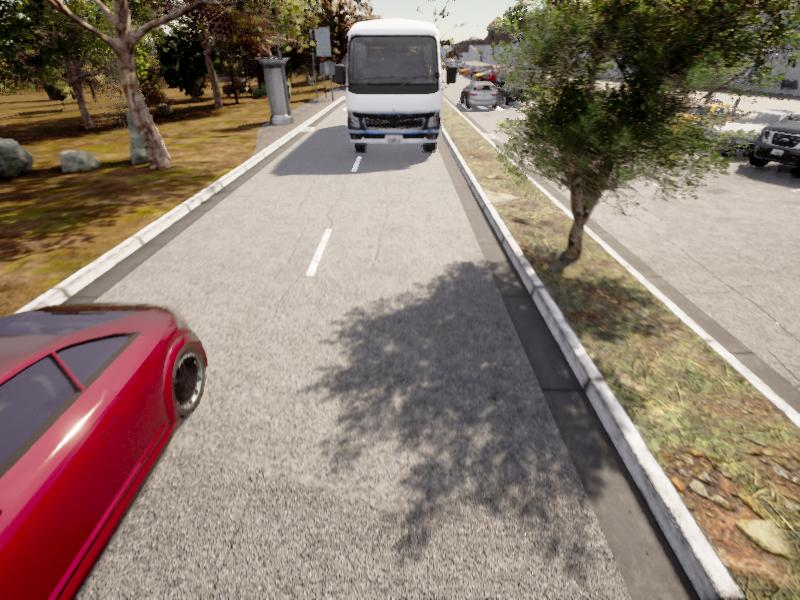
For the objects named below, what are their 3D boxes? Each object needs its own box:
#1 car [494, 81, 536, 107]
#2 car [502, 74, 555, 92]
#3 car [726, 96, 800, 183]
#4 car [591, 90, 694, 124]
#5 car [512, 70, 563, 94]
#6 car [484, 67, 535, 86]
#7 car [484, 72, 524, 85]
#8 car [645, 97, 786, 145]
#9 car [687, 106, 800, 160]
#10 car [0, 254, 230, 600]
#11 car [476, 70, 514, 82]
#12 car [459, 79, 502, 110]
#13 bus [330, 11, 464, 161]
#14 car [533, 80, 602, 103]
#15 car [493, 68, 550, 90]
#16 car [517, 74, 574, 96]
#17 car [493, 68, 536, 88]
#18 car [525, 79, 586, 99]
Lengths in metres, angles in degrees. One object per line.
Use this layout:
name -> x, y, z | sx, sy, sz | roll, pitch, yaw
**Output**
car -> 8.817, -16.037, 31.014 | 1.837, 1.490, 4.892 | 0, 31, 0
car -> 13.898, -23.591, 43.441 | 4.892, 1.521, 2.231 | -10, 33, -17
car -> 13.832, -5.145, 12.540 | 5.566, 2.045, 2.435 | -10, 33, -17
car -> 13.846, -11.127, 22.965 | 4.792, 1.488, 2.163 | -10, 33, -17
car -> 14.012, -22.258, 40.811 | 4.442, 1.987, 1.878 | -10, 33, -17
car -> 13.946, -28.459, 50.973 | 5.566, 2.045, 2.435 | -10, 33, -17
car -> 13.917, -29.758, 53.661 | 4.674, 1.452, 2.002 | -10, 33, -17
car -> 14.035, -8.081, 17.884 | 5.366, 1.575, 1.946 | -10, 33, -17
car -> 13.864, -6.457, 15.275 | 4.674, 1.452, 2.002 | -10, 33, -17
car -> -2.989, 1.209, 2.521 | 1.994, 1.385, 4.181 | 0, 31, 0
car -> 13.901, -32.875, 58.738 | 4.792, 1.488, 2.163 | -10, 34, -17
car -> 5.808, -15.242, 29.536 | 2.242, 1.667, 4.611 | 0, 31, 0
bus -> -0.117, -9.293, 17.244 | 3.944, 4.253, 10.273 | 0, 31, 0
car -> 13.862, -17.358, 33.227 | 4.792, 1.488, 2.163 | -10, 33, -17
car -> 13.887, -25.347, 45.848 | 5.566, 2.045, 2.435 | -10, 33, -17
car -> 13.868, -20.599, 38.268 | 4.553, 1.767, 2.185 | -10, 33, -17
car -> 13.807, -26.859, 48.385 | 4.442, 1.987, 1.878 | -10, 33, -17
car -> 13.887, -18.915, 35.813 | 4.674, 1.452, 2.002 | -10, 33, -17
